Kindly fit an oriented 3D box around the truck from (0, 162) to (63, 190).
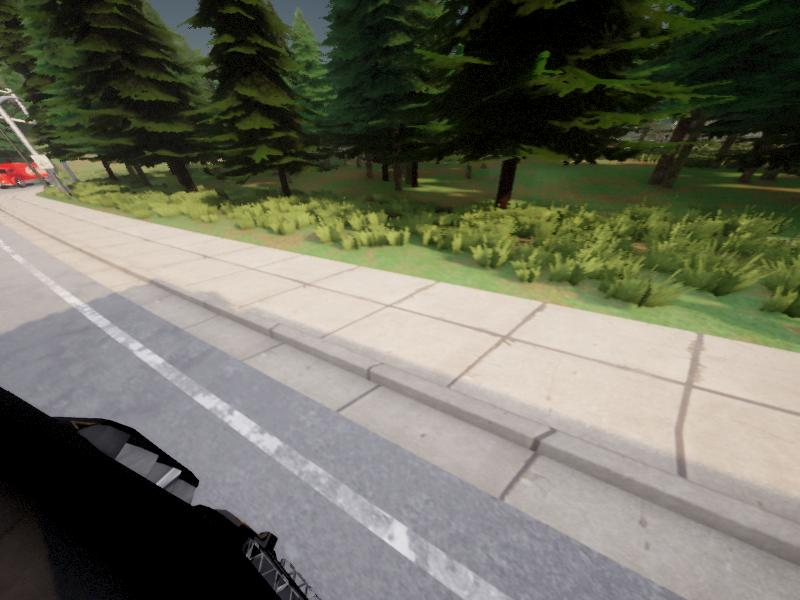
[{"bbox_3d":[-45.875,-15.046,27.875,2.627,2.467,5.204,-7,34,-7],"label":"truck"}]
